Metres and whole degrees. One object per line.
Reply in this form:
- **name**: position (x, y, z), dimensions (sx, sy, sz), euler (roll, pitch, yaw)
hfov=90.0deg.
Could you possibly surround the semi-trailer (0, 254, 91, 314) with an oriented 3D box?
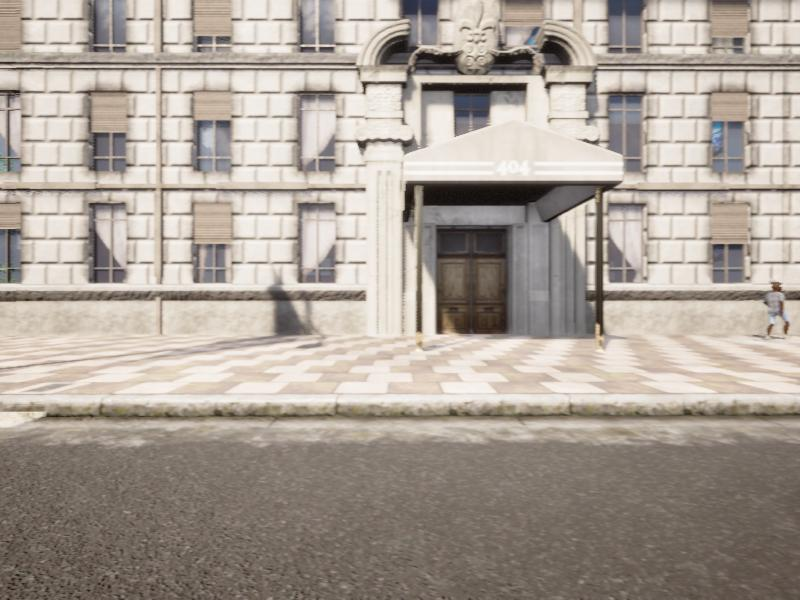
- **semi-trailer**: position (-31.138, -1.196, 31.312), dimensions (2.717, 4.402, 14.254), euler (0, 0, 1)

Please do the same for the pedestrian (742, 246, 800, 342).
- **pedestrian**: position (7.715, -0.120, 8.222), dimensions (0.751, 1.860, 0.751), euler (0, 0, -12)
